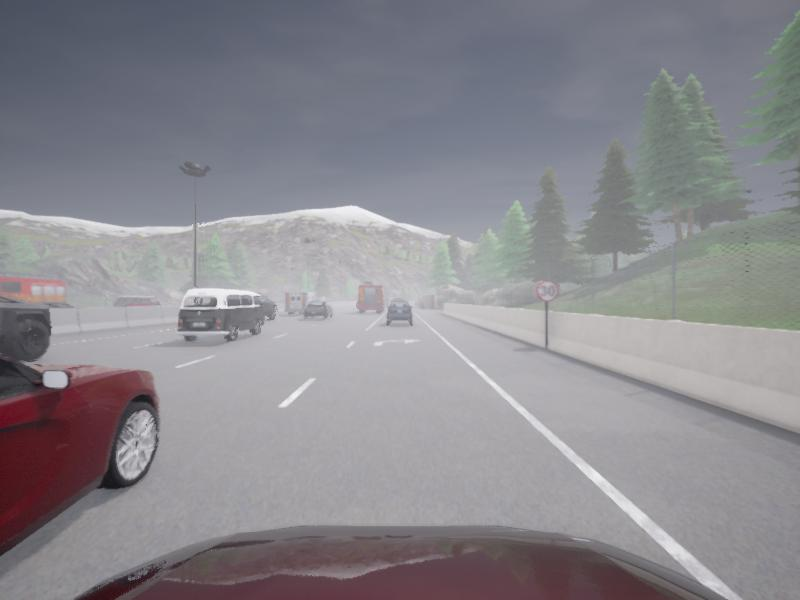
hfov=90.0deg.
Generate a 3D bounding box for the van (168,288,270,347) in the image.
[{"bbox_3d":[-7.001,0.569,16.113,2.069,2.038,4.480,0,1,0],"label":"van"}]

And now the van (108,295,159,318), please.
[{"bbox_3d":[-24.499,0.578,37.036,1.775,1.987,4.442,0,0,0],"label":"van"}]

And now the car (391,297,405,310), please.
[{"bbox_3d":[-0.319,0.533,67.768,2.150,2.045,5.566,0,0,2],"label":"car"}]

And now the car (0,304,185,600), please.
[{"bbox_3d":[-2.989,0.822,1.724,1.882,1.535,5.008,0,0,-6],"label":"car"}]

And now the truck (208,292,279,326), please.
[{"bbox_3d":[-10.500,0.528,27.543,2.390,2.098,6.274,0,0,0],"label":"truck"}]

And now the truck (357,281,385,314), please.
[{"bbox_3d":[-3.494,-0.347,50.515,2.891,3.827,8.468,0,0,0],"label":"truck"}]

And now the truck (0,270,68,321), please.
[{"bbox_3d":[-31.506,-0.337,31.989,2.891,3.827,8.468,0,0,0],"label":"truck"}]

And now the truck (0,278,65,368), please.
[{"bbox_3d":[-10.500,0.538,7.982,2.390,2.098,6.274,0,0,0],"label":"truck"}]

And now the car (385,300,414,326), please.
[{"bbox_3d":[-0.023,0.802,26.289,1.789,1.549,3.705,0,0,0],"label":"car"}]

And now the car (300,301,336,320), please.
[{"bbox_3d":[-6.737,0.818,33.342,2.128,1.511,4.902,0,0,-2],"label":"car"}]

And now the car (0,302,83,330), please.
[{"bbox_3d":[-20.998,0.842,23.276,1.816,1.474,4.193,0,0,0],"label":"car"}]

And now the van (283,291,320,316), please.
[{"bbox_3d":[-10.497,0.355,43.229,2.351,2.431,6.366,0,0,0],"label":"van"}]
